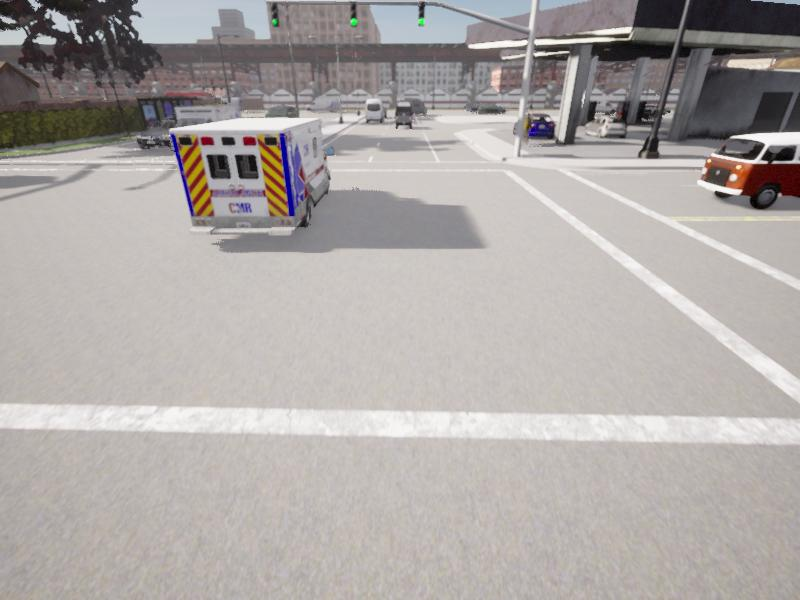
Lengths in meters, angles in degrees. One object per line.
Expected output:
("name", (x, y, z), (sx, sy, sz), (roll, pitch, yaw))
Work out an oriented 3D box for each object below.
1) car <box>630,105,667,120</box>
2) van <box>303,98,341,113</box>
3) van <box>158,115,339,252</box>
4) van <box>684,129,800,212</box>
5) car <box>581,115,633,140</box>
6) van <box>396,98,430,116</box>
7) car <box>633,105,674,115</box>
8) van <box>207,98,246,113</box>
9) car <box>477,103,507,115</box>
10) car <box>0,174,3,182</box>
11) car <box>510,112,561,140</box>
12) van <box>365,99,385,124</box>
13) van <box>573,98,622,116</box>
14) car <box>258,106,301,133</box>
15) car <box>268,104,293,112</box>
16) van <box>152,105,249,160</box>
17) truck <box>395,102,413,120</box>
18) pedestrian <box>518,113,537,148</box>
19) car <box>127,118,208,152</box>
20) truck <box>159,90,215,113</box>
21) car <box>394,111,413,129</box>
("car", (33.690, -25.403, 54.173), (5.238, 1.638, 1.930), (-19, 33, -32))
("van", (-14.371, -36.018, 74.151), (6.366, 2.431, 2.351), (0, 27, 1))
("van", (-3.379, -3.584, 10.958), (2.351, 2.431, 6.366), (0, 27, 0))
("van", (11.745, -3.944, 12.027), (4.480, 2.038, 2.069), (-1, 27, -1))
("car", (15.758, -13.308, 30.745), (1.970, 1.475, 3.806), (0, 27, 1))
("van", (2.149, -30.924, 64.011), (1.988, 2.561, 5.915), (23, 35, 38))
("car", (42.009, -31.604, 66.471), (5.357, 1.411, 2.033), (8, 28, 15))
("van", (-32.223, -36.156, 74.327), (5.915, 2.561, 1.988), (0, 27, 1))
("car", (15.549, -32.410, 67.724), (4.553, 1.767, 2.097), (0, 27, 1))
("car", (-17.854, -4.993, 14.349), (1.932, 1.855, 4.605), (24, 37, 36))
("car", (10.007, -13.116, 30.041), (2.242, 1.667, 4.611), (0, 27, 1))
("van", (-3.021, -23.132, 48.902), (1.988, 2.561, 5.915), (0, 27, 0))
("van", (31.592, -31.035, 64.276), (6.366, 2.431, 2.351), (1, 27, 3))
("car", (-11.132, -16.952, 37.438), (2.150, 2.045, 5.566), (0, 27, 0))
("car", (-23.199, -37.187, 77.605), (4.181, 1.385, 1.994), (0, 27, 1))
("van", (-11.204, -9.905, 23.297), (2.351, 2.431, 6.366), (-1, 27, -1))
("truck", (0.564, -26.499, 55.928), (2.390, 2.098, 6.274), (0, 27, 1))
("pedestrian", (7.626, -10.188, 24.014), (0.751, 1.860, 0.751), (3, 27, 6))
("car", (-14.741, -10.742, 25.821), (2.152, 1.651, 5.027), (0, 27, 0))
("truck", (-41.015, -38.360, 77.251), (8.468, 3.827, 2.891), (0, 27, 1))
("car", (0.399, -18.495, 40.966), (1.845, 1.501, 3.633), (0, 27, 0))
